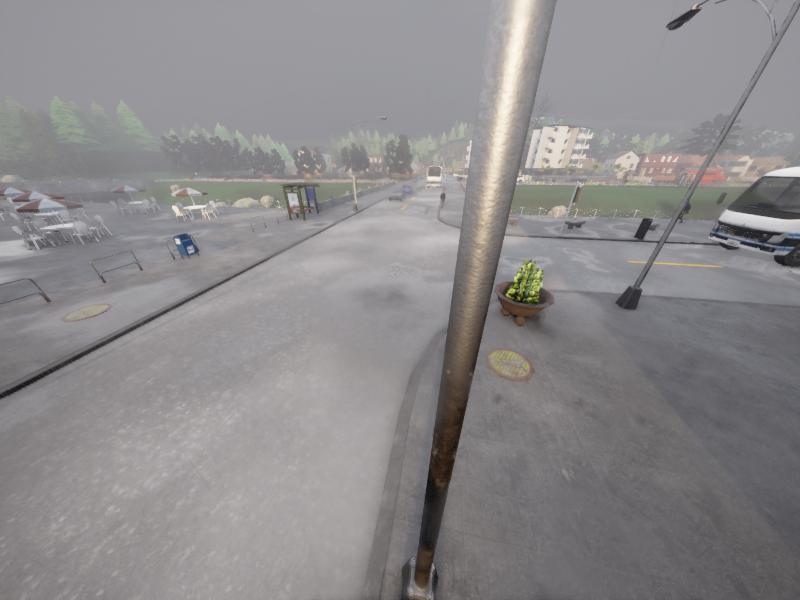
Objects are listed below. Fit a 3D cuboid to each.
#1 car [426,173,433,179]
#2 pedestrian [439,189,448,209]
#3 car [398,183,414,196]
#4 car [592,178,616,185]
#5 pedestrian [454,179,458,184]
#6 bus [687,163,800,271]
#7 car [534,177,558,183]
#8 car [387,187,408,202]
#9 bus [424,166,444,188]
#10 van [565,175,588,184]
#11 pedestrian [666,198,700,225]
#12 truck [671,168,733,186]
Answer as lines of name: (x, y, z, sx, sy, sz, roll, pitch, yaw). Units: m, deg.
car: (11.436, -48.483, 90.149, 2.150, 2.045, 5.566, 5, 30, 9)
pedestrian: (4.686, -10.967, 25.073, 0.751, 1.860, 0.751, 7, 31, 12)
car: (1.083, -18.878, 39.384, 2.007, 1.525, 4.514, 5, 30, 9)
car: (53.617, -31.154, 60.782, 4.181, 1.385, 1.994, 5, 30, 9)
pedestrian: (14.463, -30.594, 59.648, 0.751, 1.300, 0.751, 6, 30, 10)
bus: (22.168, -3.804, 10.550, 10.273, 4.253, 3.944, 5, 30, 8)
car: (41.605, -34.355, 66.076, 5.238, 1.638, 1.930, 5, 30, 9)
car: (-0.263, -14.968, 32.743, 2.033, 1.411, 5.357, 5, 30, 9)
bus: (8.086, -28.756, 53.759, 3.944, 4.253, 10.273, 5, 30, 9)
van: (49.429, -33.814, 64.791, 4.442, 1.987, 1.775, 5, 30, 9)
pedestrian: (22.264, -6.991, 18.233, 0.751, 1.860, 0.751, 6, 31, 11)
truck: (74.136, -30.395, 57.025, 8.468, 3.827, 2.891, 5, 30, 9)
